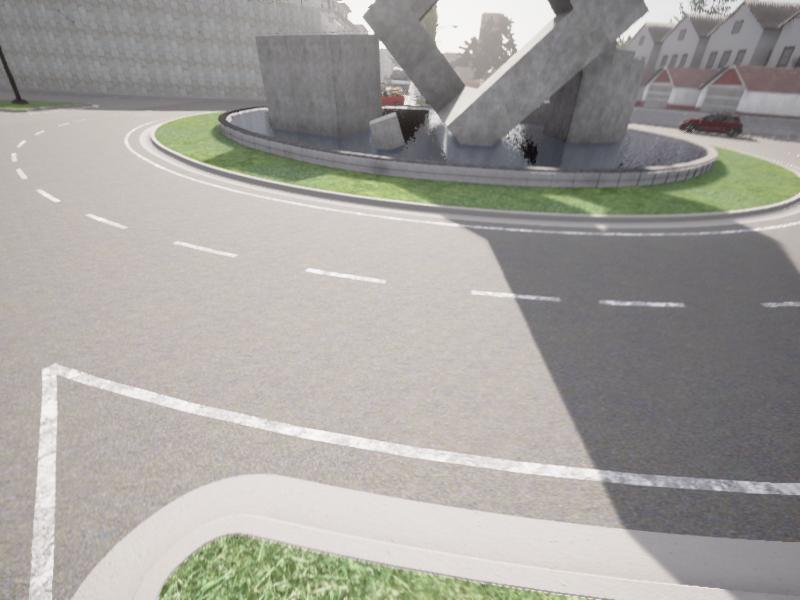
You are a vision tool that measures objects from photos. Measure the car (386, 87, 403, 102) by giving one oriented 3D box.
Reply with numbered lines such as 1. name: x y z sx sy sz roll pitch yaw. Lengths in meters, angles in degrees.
1. car: -0.681 -27.522 53.513 1.882 1.535 5.008 4 29 1

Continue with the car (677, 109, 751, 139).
1. car: 26.872 -15.212 34.458 4.553 1.767 2.097 19 33 25

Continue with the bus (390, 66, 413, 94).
1. bus: 0.371 -42.067 76.425 3.944 4.253 10.273 3 30 0

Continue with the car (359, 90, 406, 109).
1. car: -1.861 -20.890 41.656 4.514 1.525 2.007 -4 30 -13

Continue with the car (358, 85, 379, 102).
1. car: -4.153 -27.619 53.418 2.152 1.651 5.027 4 29 1
